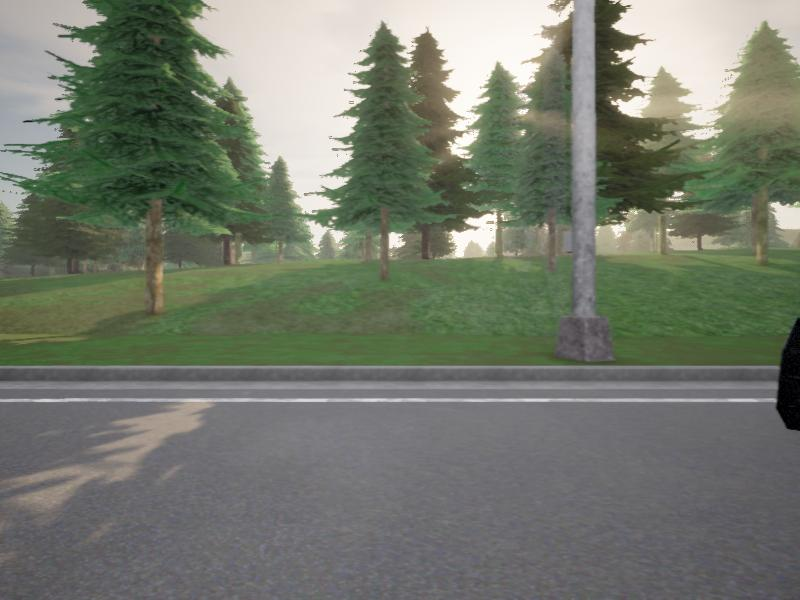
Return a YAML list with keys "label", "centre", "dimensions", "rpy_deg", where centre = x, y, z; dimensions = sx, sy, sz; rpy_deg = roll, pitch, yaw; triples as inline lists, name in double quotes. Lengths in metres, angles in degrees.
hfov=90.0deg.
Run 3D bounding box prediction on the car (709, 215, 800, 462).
- label: "car"
  centre: [4.981, 0.223, 2.200]
  dimensions: [4.974, 1.542, 2.038]
  rpy_deg: [0, 0, 0]
